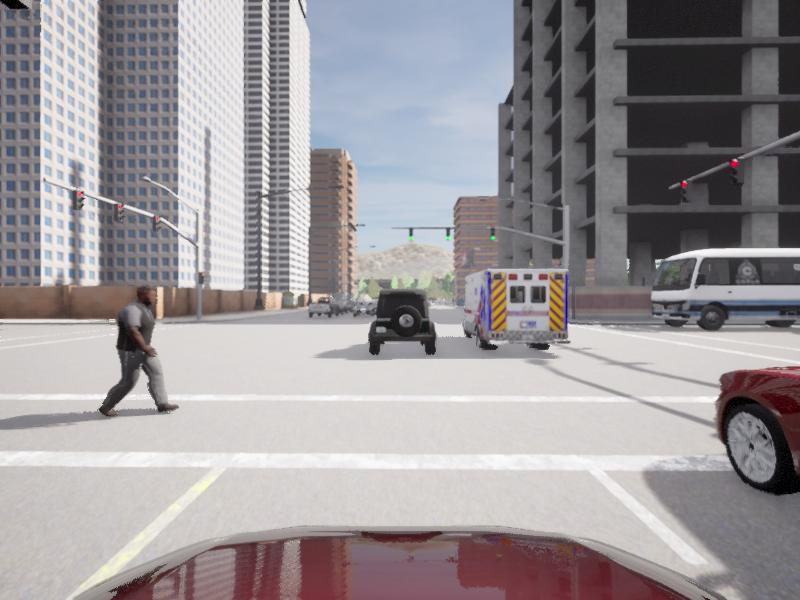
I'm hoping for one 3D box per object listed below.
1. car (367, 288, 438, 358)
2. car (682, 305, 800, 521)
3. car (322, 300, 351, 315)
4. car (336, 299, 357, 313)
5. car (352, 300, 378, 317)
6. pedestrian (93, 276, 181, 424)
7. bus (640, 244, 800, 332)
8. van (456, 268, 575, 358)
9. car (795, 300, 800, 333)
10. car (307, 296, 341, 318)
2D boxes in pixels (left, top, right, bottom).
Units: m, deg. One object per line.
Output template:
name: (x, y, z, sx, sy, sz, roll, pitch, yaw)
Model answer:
car: (0.080, 0.621, 12.631, 1.905, 1.878, 3.866, 0, 0, 0)
car: (3.723, 0.819, 1.660, 1.882, 1.535, 5.008, 0, 0, 5)
car: (-6.550, 0.773, 41.772, 2.163, 1.488, 4.792, 0, 0, 2)
car: (-6.374, 0.698, 48.218, 1.851, 1.617, 3.988, 0, 0, 2)
car: (-3.176, 0.784, 36.871, 1.970, 1.475, 3.806, 0, 0, 2)
pedestrian: (-3.532, 0.628, 5.444, 0.751, 1.860, 0.751, 0, 0, -8)
bus: (19.120, -0.581, 21.283, 10.273, 4.253, 3.944, 0, 0, 1)
van: (3.586, 0.350, 14.067, 2.351, 2.431, 6.366, 0, 0, 0)
car: (20.435, 0.774, 17.881, 3.705, 1.549, 1.789, 0, 0, 1)
car: (-6.685, 0.586, 35.621, 1.932, 1.855, 4.605, 0, 0, 3)
